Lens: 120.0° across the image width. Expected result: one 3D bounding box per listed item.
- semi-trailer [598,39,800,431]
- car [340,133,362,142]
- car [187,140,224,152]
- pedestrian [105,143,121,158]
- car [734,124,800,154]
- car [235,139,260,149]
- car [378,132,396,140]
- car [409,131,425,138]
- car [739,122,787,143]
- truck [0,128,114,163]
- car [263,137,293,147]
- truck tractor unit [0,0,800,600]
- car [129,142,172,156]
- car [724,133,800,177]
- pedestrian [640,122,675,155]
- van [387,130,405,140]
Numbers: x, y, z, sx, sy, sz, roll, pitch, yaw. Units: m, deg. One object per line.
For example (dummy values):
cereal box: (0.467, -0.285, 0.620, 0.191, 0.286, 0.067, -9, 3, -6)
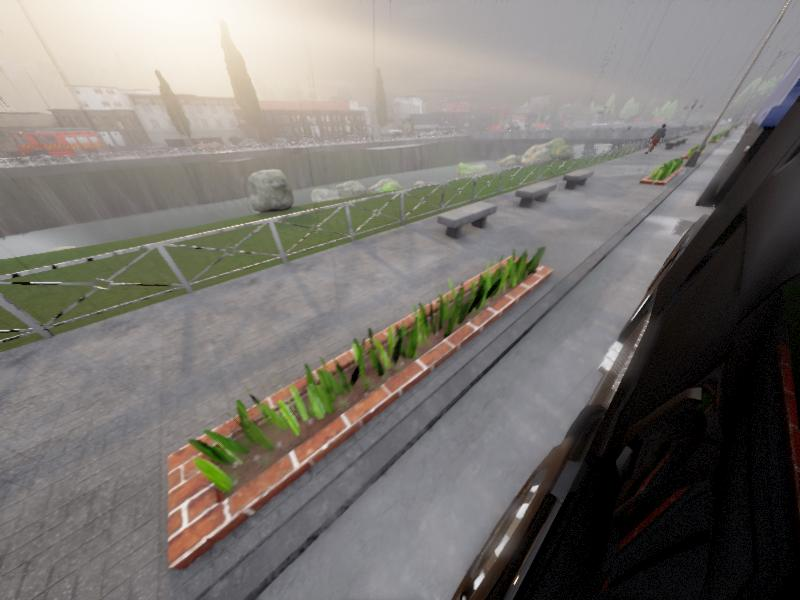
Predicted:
semi-trailer: (8.706, -3.569, 4.265, 14.254, 4.402, 2.717, -28, 43, -30)
car: (-12.669, -42.162, 59.985, 5.238, 1.638, 1.930, -27, 43, -30)
car: (-36.931, -29.423, 44.042, 5.027, 1.651, 2.152, -28, 43, -30)
pedestrian: (-44.626, -23.278, 35.889, 0.751, 1.860, 0.751, 26, 45, 33)
car: (26.855, -11.902, 17.022, 4.514, 1.525, 2.007, -28, 43, -30)
car: (-31.457, -32.234, 47.679, 3.806, 1.475, 1.970, -28, 43, -30)
car: (-3.772, -46.833, 65.838, 4.856, 1.649, 2.033, -28, 43, -30)
car: (5.309, -51.581, 71.826, 4.974, 1.542, 2.038, -28, 43, -30)
car: (36.648, -17.037, 23.455, 4.514, 1.525, 2.007, -28, 43, -30)
truck: (-50.337, -23.293, 34.599, 8.468, 3.827, 2.891, -28, 43, -30)
car: (-26.717, -34.793, 50.753, 5.238, 1.638, 1.930, -28, 43, -30)
truck tractor unit: (2.645, -0.295, 0.351, 6.516, 4.208, 3.053, -28, 44, -30)
car: (-43.041, -26.221, 40.028, 4.856, 1.649, 2.033, -28, 43, -30)
car: (17.810, -7.095, 11.125, 4.181, 1.385, 1.994, -28, 43, -30)
pedestrian: (18.196, -11.442, 16.361, 0.751, 1.860, 0.751, -18, 39, -21)
van: (-1.061, -45.318, 63.306, 4.480, 2.038, 2.069, -28, 43, -30)
